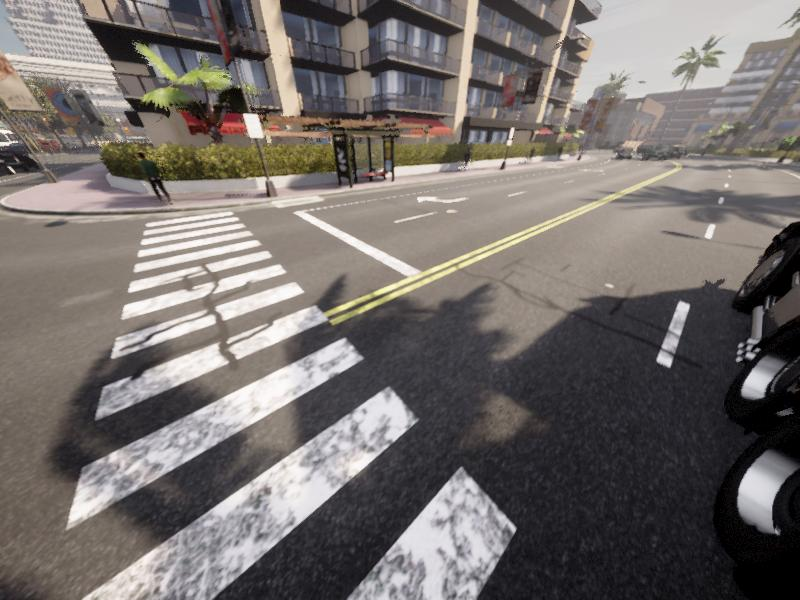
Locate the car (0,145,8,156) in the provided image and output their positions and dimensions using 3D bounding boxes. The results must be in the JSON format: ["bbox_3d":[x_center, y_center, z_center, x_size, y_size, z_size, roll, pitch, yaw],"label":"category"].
[{"bbox_3d":[-78.055,-28.659,44.051,1.905,1.878,3.866,-25,42,-32],"label":"car"}]

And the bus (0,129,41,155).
[{"bbox_3d":[-84.727,-34.297,50.143,3.944,4.253,10.273,-25,42,-32],"label":"bus"}]

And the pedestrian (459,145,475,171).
[{"bbox_3d":[5.869,-12.418,20.232,0.751,1.860,0.751,-25,42,-32],"label":"pedestrian"}]

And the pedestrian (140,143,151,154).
[{"bbox_3d":[-53.045,-31.670,48.183,0.751,1.860,0.751,-25,42,-32],"label":"pedestrian"}]

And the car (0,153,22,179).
[{"bbox_3d":[-31.298,-9.936,17.181,1.837,1.490,4.892,-25,42,-32],"label":"car"}]

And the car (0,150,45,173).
[{"bbox_3d":[-35.344,-12.740,21.161,1.851,1.617,3.988,-25,42,-32],"label":"car"}]

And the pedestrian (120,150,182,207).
[{"bbox_3d":[-9.644,-4.752,9.030,0.751,1.860,0.751,18,38,24],"label":"pedestrian"}]

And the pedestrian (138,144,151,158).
[{"bbox_3d":[-43.106,-25.199,39.038,0.751,1.860,0.751,-24,41,-31],"label":"pedestrian"}]

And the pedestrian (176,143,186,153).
[{"bbox_3d":[-48.809,-33.891,51.427,0.751,1.860,0.751,26,42,32],"label":"pedestrian"}]

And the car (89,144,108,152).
[{"bbox_3d":[-81.827,-41.287,62.696,2.038,1.542,4.974,-25,42,-32],"label":"car"}]

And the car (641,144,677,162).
[{"bbox_3d":[37.612,-21.565,33.770,2.150,2.045,5.566,21,40,28],"label":"car"}]

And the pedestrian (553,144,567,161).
[{"bbox_3d":[21.206,-19.560,30.670,0.751,1.860,0.751,-26,42,-33],"label":"pedestrian"}]

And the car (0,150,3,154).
[{"bbox_3d":[-86.694,-31.436,48.579,1.895,1.301,4.718,-25,42,-32],"label":"car"}]

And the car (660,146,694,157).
[{"bbox_3d":[52.002,-27.987,43.532,2.152,1.651,5.027,14,37,19],"label":"car"}]

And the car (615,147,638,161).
[{"bbox_3d":[34.056,-22.011,34.803,1.851,1.617,3.988,23,41,30],"label":"car"}]

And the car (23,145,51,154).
[{"bbox_3d":[-81.202,-33.805,51.748,1.930,1.638,5.238,-25,42,-32],"label":"car"}]

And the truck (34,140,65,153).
[{"bbox_3d":[-87.615,-38.515,57.865,2.627,2.467,5.204,-25,42,-32],"label":"truck"}]

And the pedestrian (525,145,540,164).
[{"bbox_3d":[14.974,-16.479,26.168,0.751,1.860,0.751,-23,41,-30],"label":"pedestrian"}]

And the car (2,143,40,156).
[{"bbox_3d":[-75.859,-30.331,46.342,2.150,2.045,5.566,-25,42,-32],"label":"car"}]

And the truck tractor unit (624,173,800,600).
[{"bbox_3d":[4.943,-0.439,0.988,6.516,4.208,3.053,-24,41,-31],"label":"truck tractor unit"}]

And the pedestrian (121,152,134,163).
[{"bbox_3d":[-31.817,-16.652,27.004,0.500,1.100,0.500,-26,42,-32],"label":"pedestrian"}]

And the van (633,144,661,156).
[{"bbox_3d":[50.063,-30.546,46.936,1.775,1.987,4.442,11,36,15],"label":"van"}]
